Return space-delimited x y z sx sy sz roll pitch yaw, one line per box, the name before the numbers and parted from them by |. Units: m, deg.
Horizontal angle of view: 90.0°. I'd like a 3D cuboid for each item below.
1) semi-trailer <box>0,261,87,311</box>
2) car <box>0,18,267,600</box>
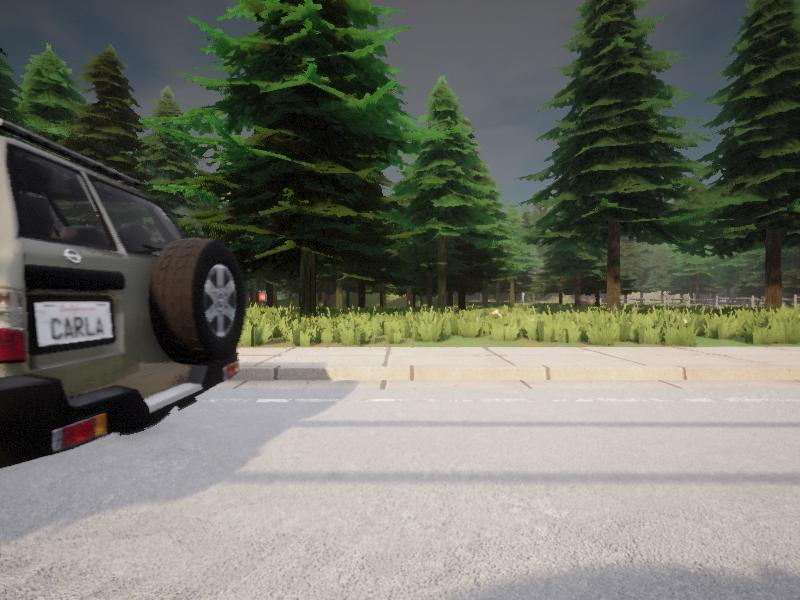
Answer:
semi-trailer | -36.831 -1.217 38.251 2.717 4.402 14.254 0 0 0
car | -3.354 0.057 2.188 4.605 1.855 1.932 0 0 0
